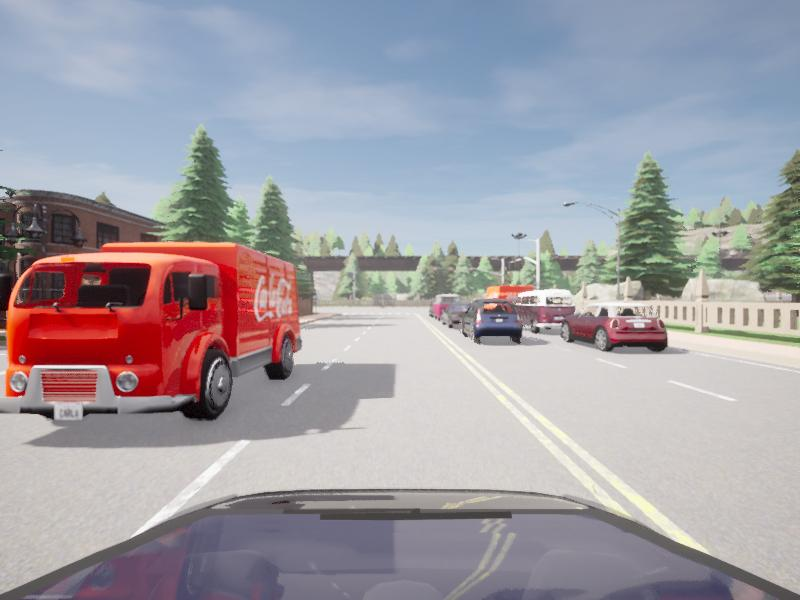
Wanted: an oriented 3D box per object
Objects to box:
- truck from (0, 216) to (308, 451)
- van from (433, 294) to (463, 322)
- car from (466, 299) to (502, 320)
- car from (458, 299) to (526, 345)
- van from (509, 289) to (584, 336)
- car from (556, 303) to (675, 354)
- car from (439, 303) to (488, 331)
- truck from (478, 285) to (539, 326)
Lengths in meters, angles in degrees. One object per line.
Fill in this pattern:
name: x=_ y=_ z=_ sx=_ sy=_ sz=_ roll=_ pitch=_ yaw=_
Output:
truck: x=-3.486 y=0.351 z=6.810 sx=2.627 sy=2.467 sz=5.204 roll=0 pitch=0 yaw=0
van: x=3.556 y=0.575 z=30.438 sx=1.775 sy=1.987 sz=4.442 roll=0 pitch=0 yaw=0
car: x=7.063 y=0.751 z=34.248 sx=2.033 sy=1.649 sz=4.856 roll=0 pitch=0 yaw=0
car: x=3.533 y=0.775 z=16.106 sx=1.851 sy=1.617 sz=3.988 roll=0 pitch=0 yaw=0
van: x=7.038 y=0.555 z=19.808 sx=2.069 sy=2.038 sz=4.480 roll=0 pitch=0 yaw=0
car: x=7.028 y=0.842 z=13.559 sx=1.970 sy=1.475 sz=3.806 roll=0 pitch=0 yaw=0
car: x=3.546 y=0.876 z=23.335 sx=2.033 sy=1.411 sz=5.357 roll=0 pitch=0 yaw=0
truck: x=7.053 y=0.336 z=26.747 sx=2.627 sy=2.467 sz=5.204 roll=0 pitch=0 yaw=0
